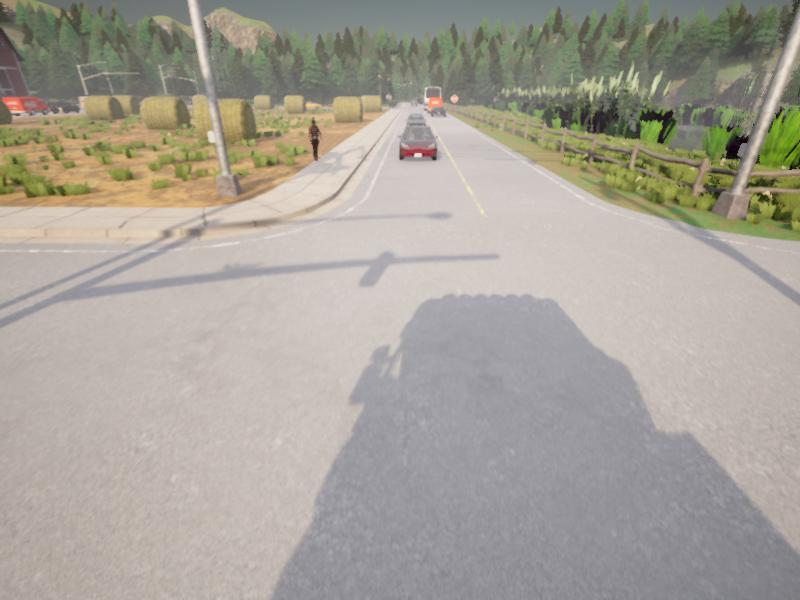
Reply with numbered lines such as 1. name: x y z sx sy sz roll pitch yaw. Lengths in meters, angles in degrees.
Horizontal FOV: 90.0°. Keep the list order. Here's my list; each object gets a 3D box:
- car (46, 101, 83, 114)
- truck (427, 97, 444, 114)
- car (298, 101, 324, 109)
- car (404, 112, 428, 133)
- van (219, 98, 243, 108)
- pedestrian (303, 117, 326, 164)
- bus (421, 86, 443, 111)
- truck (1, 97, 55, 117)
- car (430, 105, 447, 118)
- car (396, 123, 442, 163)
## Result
1. car: -53.866 -30.991 64.355 1.932 1.855 4.605 -1 27 -2
2. truck: 6.123 -34.346 70.533 2.627 2.467 5.204 1 27 1
3. car: -19.973 -43.815 89.862 5.366 1.575 1.801 0 27 -1
4. car: 1.470 -16.361 36.772 2.033 1.411 5.357 1 27 1
5. van: -39.103 -45.497 92.533 4.442 1.987 1.775 0 27 -1
6. pedestrian: -3.862 -7.201 18.068 0.751 1.860 0.751 -7 28 -14
7. bus: 6.381 -40.901 81.306 3.944 4.253 10.273 1 27 1
8. truck: -53.595 -27.945 57.796 2.627 2.467 5.204 -1 27 -2
9. car: 5.780 -28.670 60.694 2.152 1.651 5.027 1 27 1
10. car: 0.954 -8.507 21.429 2.163 1.488 4.792 1 27 1
